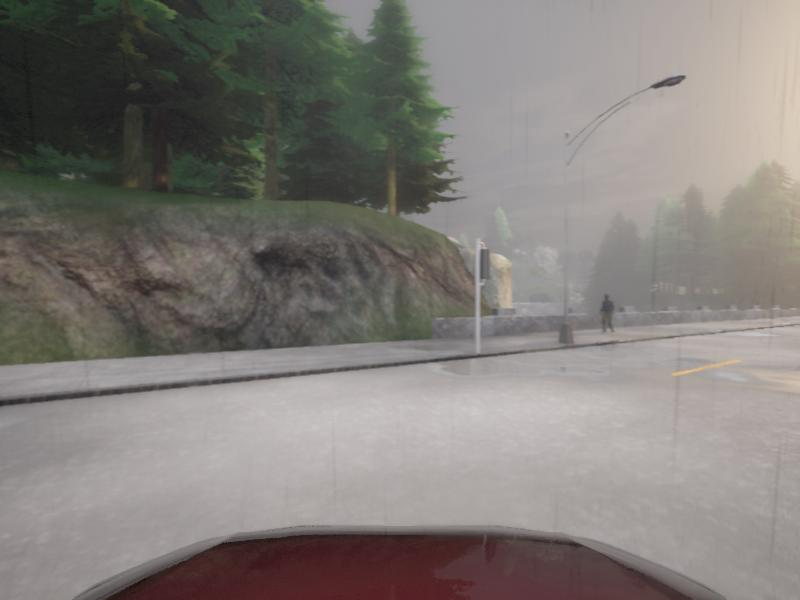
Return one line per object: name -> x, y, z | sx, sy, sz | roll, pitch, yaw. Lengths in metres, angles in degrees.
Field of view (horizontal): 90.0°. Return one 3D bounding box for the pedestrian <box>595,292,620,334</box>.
pedestrian -> 9.314, 0.563, 17.982 | 0.751, 1.860, 0.751 | 0, 0, -38
